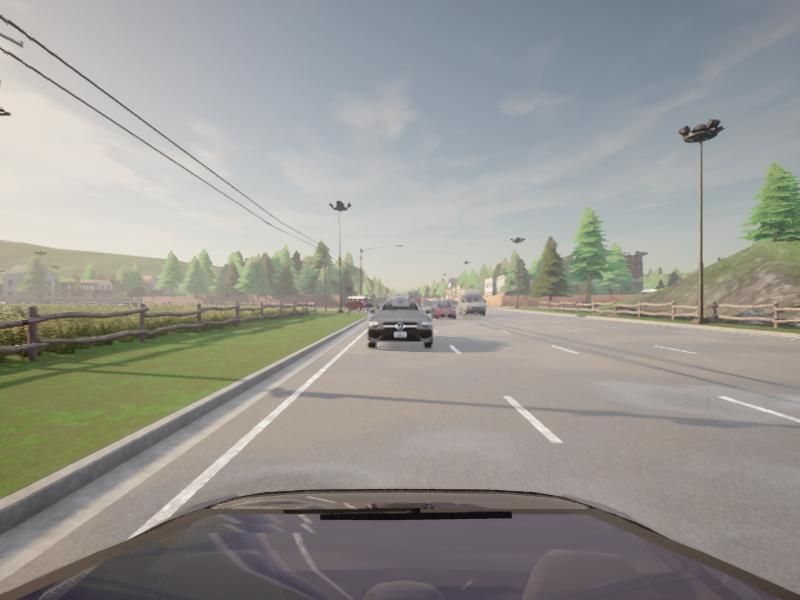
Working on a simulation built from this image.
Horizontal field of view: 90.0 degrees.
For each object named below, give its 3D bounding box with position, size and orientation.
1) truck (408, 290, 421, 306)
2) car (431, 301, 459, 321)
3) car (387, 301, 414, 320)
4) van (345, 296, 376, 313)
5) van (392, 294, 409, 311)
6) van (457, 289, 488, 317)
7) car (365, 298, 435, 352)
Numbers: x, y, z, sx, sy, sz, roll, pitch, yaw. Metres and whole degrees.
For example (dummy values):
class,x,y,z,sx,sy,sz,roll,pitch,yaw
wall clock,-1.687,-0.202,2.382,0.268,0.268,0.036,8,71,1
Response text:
class,x,y,z,sx,sy,sz,roll,pitch,yaw
truck,3.576,-0.382,99.879,2.891,3.827,8.468,0,0,0
car,3.525,0.807,32.163,1.845,1.501,3.633,0,0,0
car,0.027,0.831,34.114,2.163,1.488,4.792,0,0,0
van,-5.135,0.544,51.480,2.069,2.038,4.480,0,0,-36
van,0.045,0.345,58.192,2.351,2.431,6.366,0,0,0
van,7.028,0.300,39.486,1.988,2.561,5.915,0,0,0
car,0.012,0.771,14.757,2.152,1.651,5.027,0,0,0
